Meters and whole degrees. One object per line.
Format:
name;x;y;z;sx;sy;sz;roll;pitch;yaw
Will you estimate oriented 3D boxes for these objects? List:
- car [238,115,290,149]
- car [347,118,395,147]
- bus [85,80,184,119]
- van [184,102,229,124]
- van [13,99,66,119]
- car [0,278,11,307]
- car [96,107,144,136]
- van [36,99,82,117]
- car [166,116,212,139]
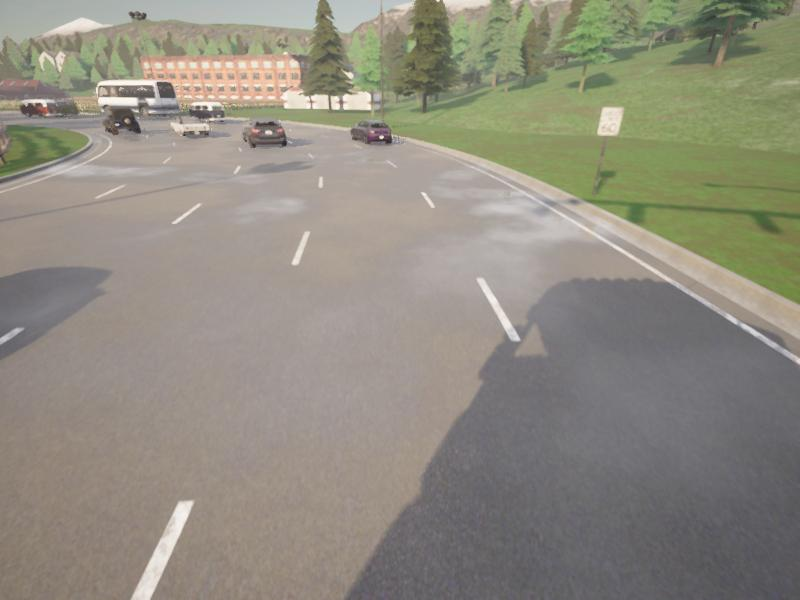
car;-8.856;-10.924;25.792;2.242;1.667;4.611;-12;30;-24
car;-2.029;-11.464;27.170;1.816;1.474;4.193;-11;29;-22
bus;-34.286;-26.095;51.929;10.273;4.253;3.944;7;28;13
van;-20.676;-20.015;42.792;4.480;2.038;2.069;18;31;31
van;-43.467;-23.057;48.313;4.480;2.038;2.069;7;28;13
car;-7.108;0.489;3.857;1.882;1.535;5.008;-1;27;-3
car;-22.227;-14.240;31.749;1.905;1.878;3.866;-23;36;-39
van;-44.065;-24.776;51.685;4.442;1.987;1.775;7;28;13
car;-16.168;-13.251;30.585;1.895;1.301;4.718;-19;33;-33
